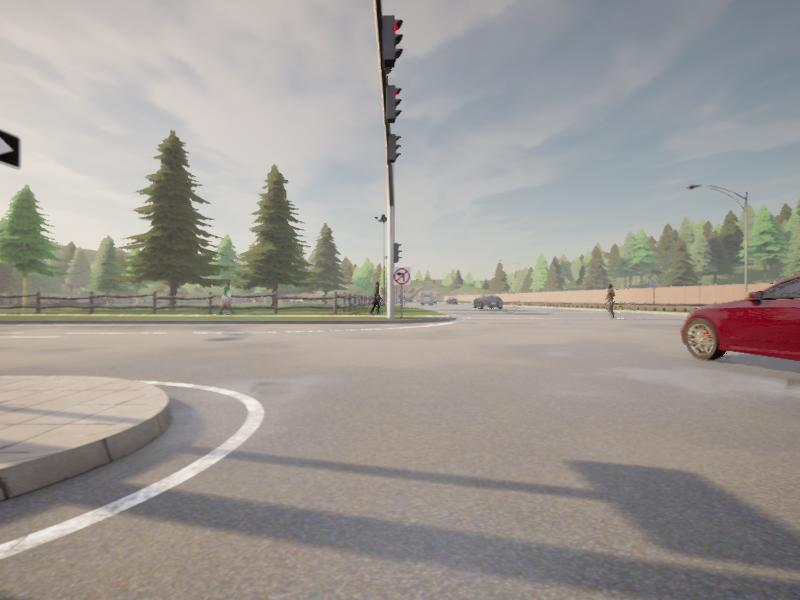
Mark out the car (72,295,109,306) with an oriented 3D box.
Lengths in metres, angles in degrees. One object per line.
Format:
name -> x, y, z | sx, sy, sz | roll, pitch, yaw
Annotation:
car -> -48.959, 0.137, 63.410 | 2.033, 1.649, 4.856 | 0, 0, 0

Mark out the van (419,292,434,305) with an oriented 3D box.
van -> 5.021, -0.224, 77.463 | 2.351, 2.431, 6.366 | 0, 0, -1

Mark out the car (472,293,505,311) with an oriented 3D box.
car -> 8.933, 0.186, 40.824 | 2.152, 1.651, 5.027 | 0, 0, -1

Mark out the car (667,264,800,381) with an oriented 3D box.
car -> 5.838, 0.273, 5.017 | 1.812, 1.442, 4.674 | 0, 0, -1

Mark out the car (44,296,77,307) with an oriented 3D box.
car -> -52.449, 0.194, 61.881 | 1.851, 1.617, 3.988 | 0, 0, 0

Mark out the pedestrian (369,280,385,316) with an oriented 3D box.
pedestrian -> -1.223, -0.116, 20.982 | 0.751, 1.860, 0.751 | 0, 0, 3

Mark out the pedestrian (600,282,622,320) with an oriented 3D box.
pedestrian -> 10.713, 0.044, 20.333 | 0.751, 1.860, 0.751 | 0, 0, 3

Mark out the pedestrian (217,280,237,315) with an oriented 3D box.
pedestrian -> -9.294, -0.121, 21.527 | 0.751, 1.860, 0.751 | 0, 0, 4
